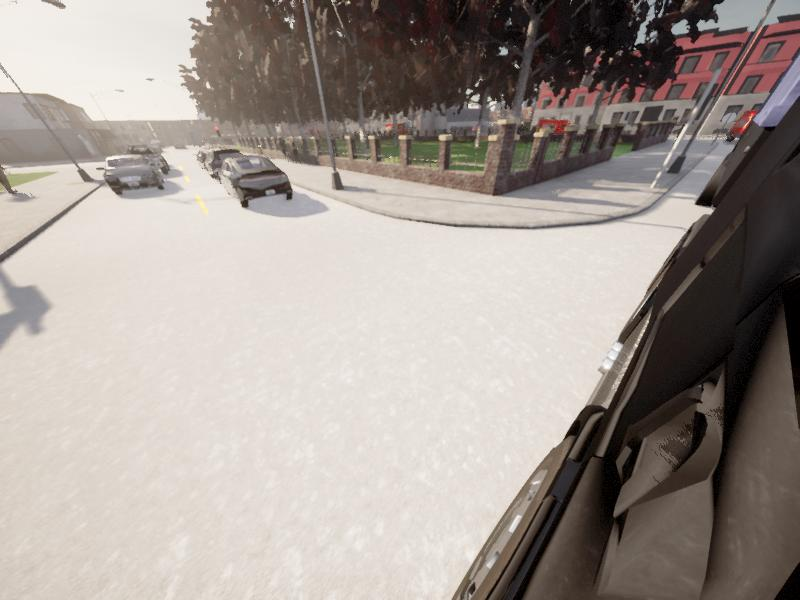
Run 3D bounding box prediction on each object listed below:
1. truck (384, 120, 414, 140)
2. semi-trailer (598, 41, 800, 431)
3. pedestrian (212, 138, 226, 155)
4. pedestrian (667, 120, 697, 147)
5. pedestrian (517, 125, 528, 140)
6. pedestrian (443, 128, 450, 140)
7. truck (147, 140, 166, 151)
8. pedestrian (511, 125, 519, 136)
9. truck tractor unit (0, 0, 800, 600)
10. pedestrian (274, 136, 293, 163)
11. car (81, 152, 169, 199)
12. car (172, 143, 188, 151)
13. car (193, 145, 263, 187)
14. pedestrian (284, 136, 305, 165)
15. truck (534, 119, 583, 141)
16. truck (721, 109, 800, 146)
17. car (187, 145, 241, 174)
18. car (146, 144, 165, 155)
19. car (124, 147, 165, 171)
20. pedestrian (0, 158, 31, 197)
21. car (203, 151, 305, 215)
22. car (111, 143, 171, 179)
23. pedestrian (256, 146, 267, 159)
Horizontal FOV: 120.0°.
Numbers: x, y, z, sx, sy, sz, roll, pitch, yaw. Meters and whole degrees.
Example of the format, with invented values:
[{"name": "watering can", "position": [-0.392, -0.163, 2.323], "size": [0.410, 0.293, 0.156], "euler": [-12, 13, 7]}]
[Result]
[{"name": "truck", "position": [-0.384, -43.912, 59.724], "size": [2.891, 3.827, 8.468], "euler": [-28, 43, -30]}, {"name": "semi-trailer", "position": [8.695, -3.584, 4.264], "size": [14.254, 4.402, 2.717], "euler": [-28, 44, -30]}, {"name": "pedestrian", "position": [-24.089, -20.514, 30.803], "size": [0.751, 1.860, 0.751], "euler": [-17, 39, -19]}, {"name": "pedestrian", "position": [24.386, -14.424, 19.999], "size": [0.751, 1.860, 0.751], "euler": [-20, 40, -22]}, {"name": "pedestrian", "position": [18.846, -25.713, 35.531], "size": [0.751, 1.860, 0.751], "euler": [-30, 45, -33]}, {"name": "pedestrian", "position": [9.048, -32.383, 45.057], "size": [0.751, 1.860, 0.751], "euler": [-28, 43, -30]}, {"name": "truck", "position": [-61.852, -39.461, 58.775], "size": [2.390, 2.098, 6.274], "euler": [-28, 43, -30]}, {"name": "pedestrian", "position": [24.777, -36.344, 49.649], "size": [0.751, 1.860, 0.751], "euler": [-15, 38, -16]}, {"name": "truck tractor unit", "position": [2.645, -0.295, 0.351], "size": [6.516, 4.208, 3.053], "euler": [-28, 44, -30]}, {"name": "pedestrian", "position": [-9.949, -12.855, 19.711], "size": [0.751, 1.860, 0.751], "euler": [-28, 43, -30]}, {"name": "car", "position": [-13.956, -6.671, 12.085], "size": [2.128, 1.511, 4.902], "euler": [-28, 44, -30]}, {"name": "car", "position": [-49.427, -34.397, 51.875], "size": [1.970, 1.475, 3.806], "euler": [-28, 43, -30]}, {"name": "car", "position": [-10.191, -8.015, 13.601], "size": [2.033, 1.649, 4.856], "euler": [-29, 44, -31]}, {"name": "pedestrian", "position": [-8.187, -11.636, 17.971], "size": [0.751, 1.860, 0.751], "euler": [-28, 44, -31]}, {"name": "truck", "position": [24.410, -26.494, 35.916], "size": [2.627, 2.467, 5.204], "euler": [-28, 47, -31]}, {"name": "truck", "position": [33.373, -15.958, 21.263], "size": [2.627, 2.467, 5.204], "euler": [21, 44, 26]}, {"name": "car", "position": [-14.551, -11.006, 17.969], "size": [2.128, 1.511, 4.902], "euler": [-30, 45, -32]}, {"name": "car", "position": [-45.580, -28.091, 43.112], "size": [1.812, 1.442, 4.674], "euler": [-28, 43, -30]}, {"name": "car", "position": [-23.285, -13.054, 21.215], "size": [1.837, 1.490, 4.892], "euler": [-28, 43, -30]}, {"name": "pedestrian", "position": [-19.199, -6.025, 10.984], "size": [0.751, 1.860, 0.751], "euler": [-28, 44, -30]}, {"name": "car", "position": [-6.012, -4.933, 9.317], "size": [2.128, 1.511, 4.902], "euler": [-28, 43, -30]}, {"name": "car", "position": [-18.516, -10.213, 16.802], "size": [1.932, 1.855, 4.605], "euler": [-26, 42, -28]}, {"name": "pedestrian", "position": [-14.096, -15.039, 23.519], "size": [0.500, 1.100, 0.500], "euler": [27, 45, 33]}]
